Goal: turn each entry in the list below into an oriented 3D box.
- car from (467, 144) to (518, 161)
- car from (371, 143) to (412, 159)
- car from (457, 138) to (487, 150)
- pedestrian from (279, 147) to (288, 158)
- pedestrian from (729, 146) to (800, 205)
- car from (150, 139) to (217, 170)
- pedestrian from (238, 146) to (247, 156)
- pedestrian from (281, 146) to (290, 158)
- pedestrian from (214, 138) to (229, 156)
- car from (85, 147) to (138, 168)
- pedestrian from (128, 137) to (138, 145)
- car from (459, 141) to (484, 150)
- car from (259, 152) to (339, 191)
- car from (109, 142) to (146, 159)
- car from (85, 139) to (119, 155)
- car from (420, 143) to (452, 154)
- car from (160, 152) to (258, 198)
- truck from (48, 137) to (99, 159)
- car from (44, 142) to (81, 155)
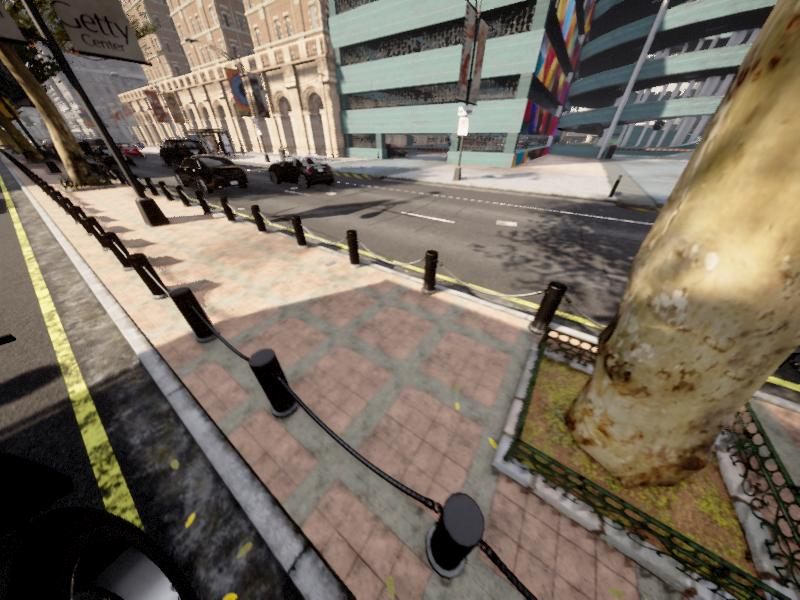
[{"bbox_3d":[10.745,-17.260,26.953,4.902,1.511,2.128,22,40,27],"label":"car"},{"bbox_3d":[-1.150,-19.075,29.504,4.786,1.482,2.161,22,40,27],"label":"car"},{"bbox_3d":[15.471,-33.792,49.838,5.566,2.045,2.435,22,40,27],"label":"car"},{"bbox_3d":[-13.605,-17.282,27.052,0.500,1.100,0.500,26,43,32],"label":"pedestrian"},{"bbox_3d":[13.979,-4.734,8.809,0.751,1.860,0.751,24,42,30],"label":"pedestrian"},{"bbox_3d":[-18.865,-12.795,20.135,5.566,2.045,2.150,22,41,27],"label":"car"},{"bbox_3d":[-19.859,-18.771,29.116,0.500,1.100,0.500,20,40,26],"label":"pedestrian"},{"bbox_3d":[-13.776,-17.766,27.738,0.500,1.100,0.500,11,36,14],"label":"pedestrian"},{"bbox_3d":[-23.164,-19.865,29.983,0.751,1.860,0.751,21,40,27],"label":"pedestrian"},{"bbox_3d":[-26.050,-12.929,20.855,4.181,1.385,1.994,22,40,27],"label":"car"},{"bbox_3d":[-72.344,-43.110,62.570,0.751,1.860,0.751,8,36,10],"label":"pedestrian"},{"bbox_3d":[15.421,-33.491,50.090,4.514,1.523,2.007,22,40,27],"label":"car"},{"bbox_3d":[-5.612,-7.286,12.916,3.806,1.475,1.970,22,40,27],"label":"car"},{"bbox_3d":[-33.666,-18.474,28.504,3.705,1.549,1.789,22,41,27],"label":"car"},{"bbox_3d":[-44.378,-22.875,34.371,3.866,1.878,1.905,22,40,27],"label":"car"},{"bbox_3d":[5.731,-24.397,37.191,4.718,1.301,1.895,22,40,27],"label":"car"},{"bbox_3d":[-9.721,-6.482,11.731,4.892,1.490,1.837,22,41,27],"label":"car"},{"bbox_3d":[-40.817,-19.102,28.863,6.274,2.098,2.390,22,40,27],"label":"truck"},{"bbox_3d":[-49.457,-22.273,33.857,4.902,1.511,2.128,22,40,27],"label":"car"}]
